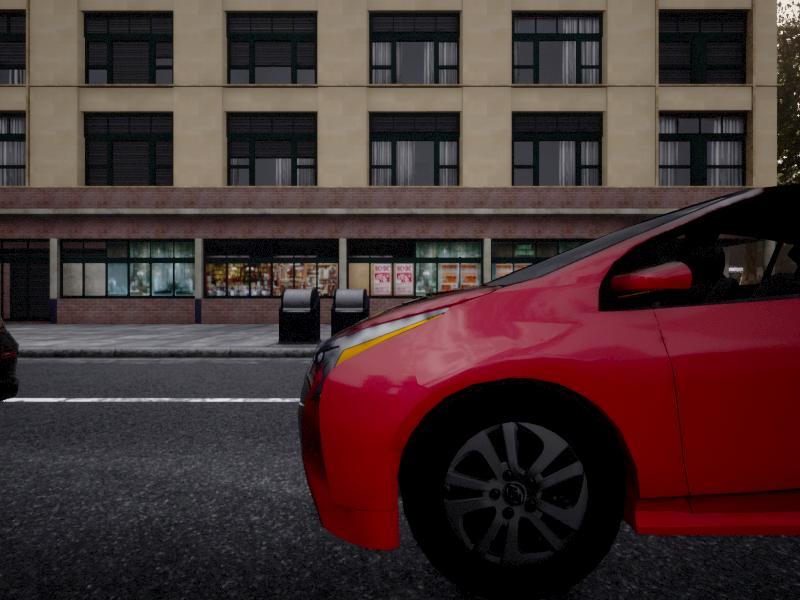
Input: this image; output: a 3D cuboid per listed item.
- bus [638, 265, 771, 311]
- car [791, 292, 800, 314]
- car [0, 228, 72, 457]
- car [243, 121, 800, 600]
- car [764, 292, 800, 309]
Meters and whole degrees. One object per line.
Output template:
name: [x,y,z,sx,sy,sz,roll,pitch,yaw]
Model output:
bus: [30.309,-1.128,40.224,10.273,4.253,3.944,-1,0,0]
car: [29.894,0.201,26.977,1.801,1.575,5.366,0,0,-1]
car: [-4.859,0.270,2.172,4.674,1.442,1.812,0,0,0]
car: [1.791,0.228,2.195,4.514,1.525,2.007,0,0,0]
car: [42.436,0.046,43.539,3.866,1.878,1.905,0,0,-1]
